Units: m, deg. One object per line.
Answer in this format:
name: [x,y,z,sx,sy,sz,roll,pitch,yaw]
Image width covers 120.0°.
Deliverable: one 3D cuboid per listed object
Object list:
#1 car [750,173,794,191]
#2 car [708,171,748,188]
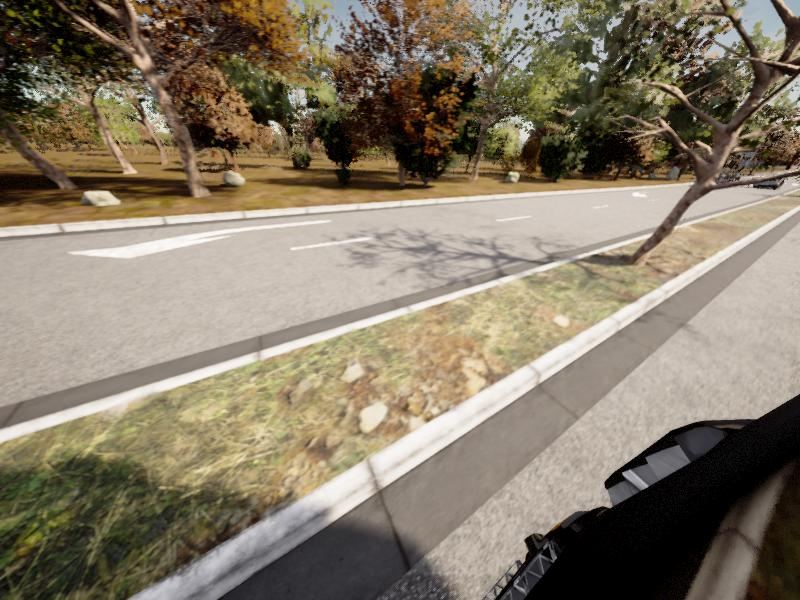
car: [43.916,-14.009,27.285,3.988,1.617,1.851,-16,38,-26]
car: [40.290,-14.864,28.358,3.705,1.549,1.789,-16,38,-26]
